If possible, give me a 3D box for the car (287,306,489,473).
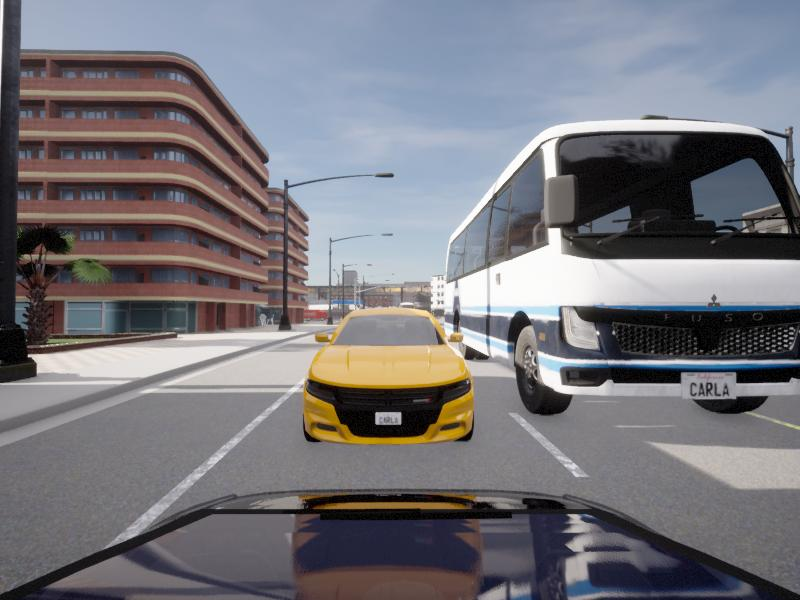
[{"bbox_3d":[-0.160,0.861,6.233,1.882,1.535,5.008,0,-1,-1],"label":"car"}]

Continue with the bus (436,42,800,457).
[{"bbox_3d":[3.395,-0.452,9.263,3.944,4.253,10.273,0,-1,-1],"label":"bus"}]

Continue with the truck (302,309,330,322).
[{"bbox_3d":[-16.754,3.119,79.924,5.204,2.467,2.627,0,-2,-2],"label":"truck"}]

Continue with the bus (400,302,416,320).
[{"bbox_3d":[1.998,2.863,104.264,3.944,4.253,10.273,0,-2,-1],"label":"bus"}]
